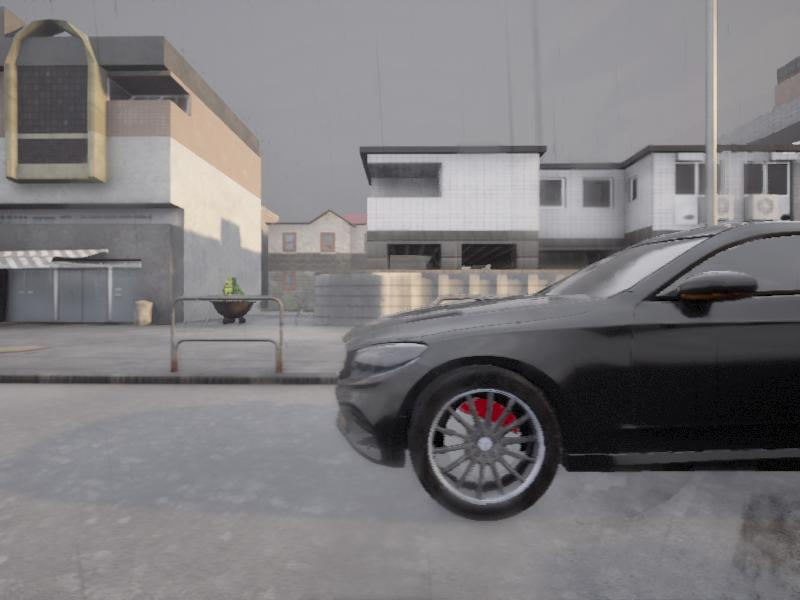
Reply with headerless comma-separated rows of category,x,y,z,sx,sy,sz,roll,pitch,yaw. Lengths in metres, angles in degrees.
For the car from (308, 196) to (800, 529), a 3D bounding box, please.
car,1.945,0.271,2.637,4.674,1.442,1.812,0,0,1
